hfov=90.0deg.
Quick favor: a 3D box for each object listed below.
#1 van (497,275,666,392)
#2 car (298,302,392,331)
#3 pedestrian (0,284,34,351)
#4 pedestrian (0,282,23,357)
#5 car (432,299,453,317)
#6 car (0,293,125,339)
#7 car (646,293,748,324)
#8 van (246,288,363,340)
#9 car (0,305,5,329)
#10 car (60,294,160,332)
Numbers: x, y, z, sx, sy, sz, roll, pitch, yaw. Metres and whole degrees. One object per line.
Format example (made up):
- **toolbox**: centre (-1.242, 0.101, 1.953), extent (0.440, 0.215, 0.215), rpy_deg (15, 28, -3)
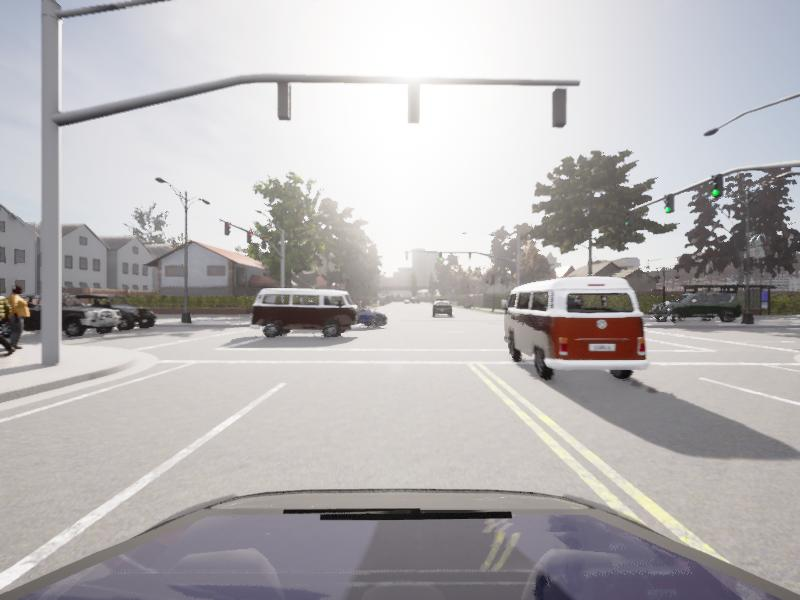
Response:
- **van**: centre (3.708, 0.573, 9.247), extent (2.069, 2.038, 4.480), rpy_deg (-1, 0, 3)
- **car**: centre (-3.090, 0.849, 22.275), extent (4.792, 1.488, 2.163), rpy_deg (0, 0, -21)
- **pedestrian**: centre (-11.079, 0.484, 11.542), extent (0.751, 1.860, 0.751), rpy_deg (0, 0, -45)
- **pedestrian**: centre (-10.331, 0.485, 10.189), extent (0.751, 1.860, 0.751), rpy_deg (0, 0, -5)
- **car**: centre (4.240, 0.766, 40.904), extent (1.930, 1.638, 5.238), rpy_deg (0, 0, 4)
- **car**: centre (-14.931, 0.650, 17.397), extent (4.605, 1.855, 1.932), rpy_deg (0, 0, 1)
- **car**: centre (20.733, 0.564, 28.127), extent (5.566, 2.045, 2.150), rpy_deg (0, 0, 1)
- **van**: centre (-3.959, 0.564, 17.158), extent (4.480, 2.038, 2.069), rpy_deg (1, 0, 1)
- **car**: centre (-24.081, 0.943, 21.095), extent (4.718, 1.301, 1.895), rpy_deg (0, 0, 1)
- **car**: centre (-15.061, 0.645, 20.899), extent (3.866, 1.878, 1.905), rpy_deg (0, 0, 1)
